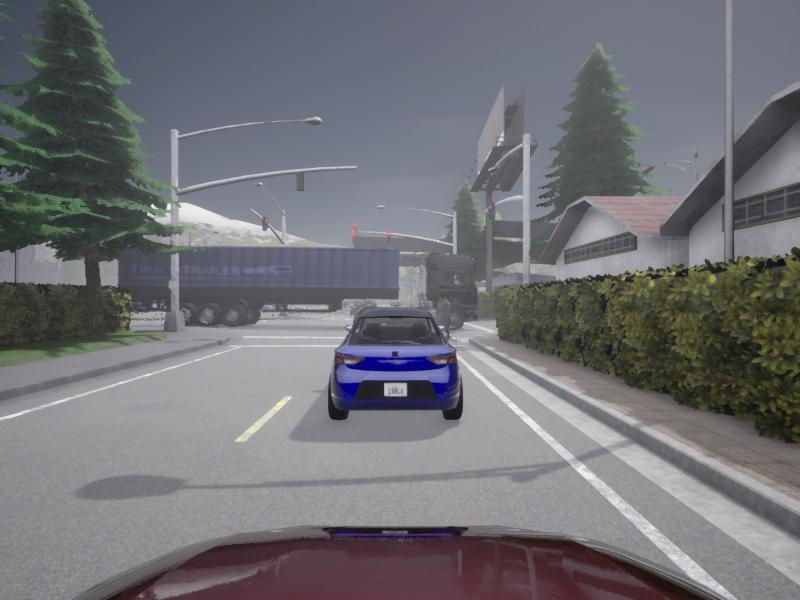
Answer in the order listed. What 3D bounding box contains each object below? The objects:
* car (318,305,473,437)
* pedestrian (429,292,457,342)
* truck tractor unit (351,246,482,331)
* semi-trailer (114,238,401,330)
[{"bbox_3d":[-0.077,0.854,6.770,1.816,1.474,4.193,0,0,-1],"label":"car"},{"bbox_3d":[1.681,0.636,15.615,0.751,1.860,0.751,0,0,-37],"label":"pedestrian"},{"bbox_3d":[0.801,-0.568,21.551,6.516,4.208,3.053,1,0,-1],"label":"truck tractor unit"},{"bbox_3d":[-7.111,-0.787,21.413,14.254,4.402,2.717,1,0,-1],"label":"semi-trailer"}]
